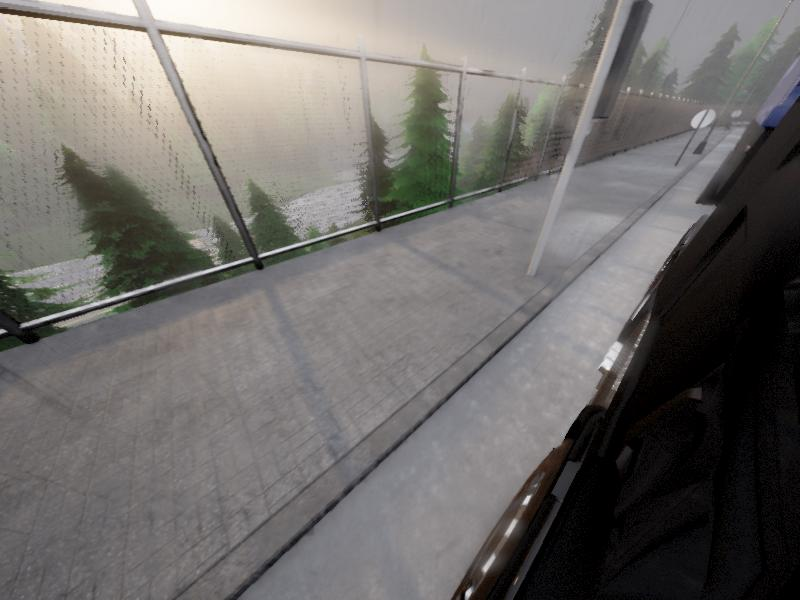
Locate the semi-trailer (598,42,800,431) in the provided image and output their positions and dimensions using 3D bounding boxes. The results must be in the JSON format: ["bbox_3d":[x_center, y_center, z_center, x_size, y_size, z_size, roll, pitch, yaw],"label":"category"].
[{"bbox_3d":[8.696,-3.599,4.241,14.254,4.402,2.717,-28,44,-30],"label":"semi-trailer"}]

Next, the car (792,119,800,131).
[{"bbox_3d":[52.295,-22.519,29.338,4.892,1.490,1.837,-28,44,-30],"label":"car"}]

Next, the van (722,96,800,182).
[{"bbox_3d":[16.619,-7.057,9.953,5.915,2.561,1.988,-28,44,-30],"label":"van"}]

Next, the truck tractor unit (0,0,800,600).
[{"bbox_3d":[2.645,-0.295,0.351,6.516,4.208,3.053,-28,44,-30],"label":"truck tractor unit"}]
